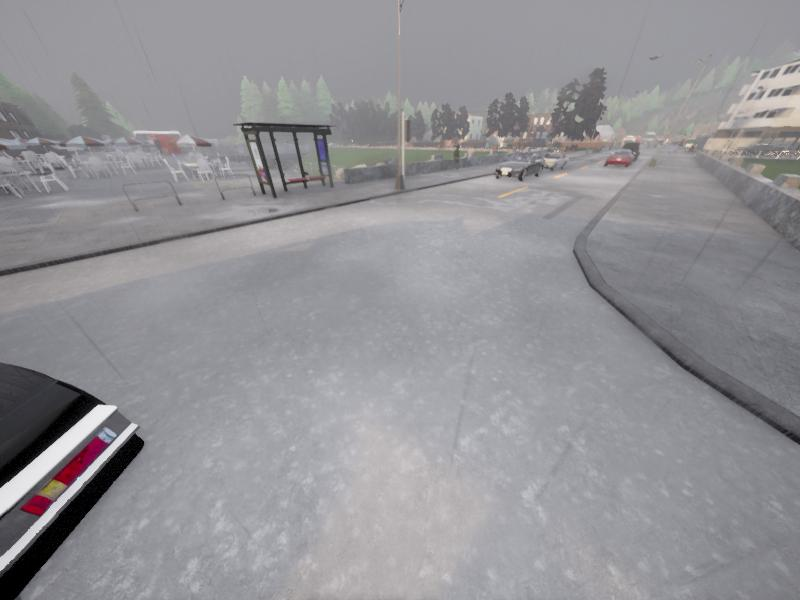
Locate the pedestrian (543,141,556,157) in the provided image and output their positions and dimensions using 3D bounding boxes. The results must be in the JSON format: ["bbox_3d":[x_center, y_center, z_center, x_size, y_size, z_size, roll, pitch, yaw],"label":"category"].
[{"bbox_3d":[21.564,-21.802,33.331,0.751,1.860,0.751,-29,44,-34],"label":"pedestrian"}]

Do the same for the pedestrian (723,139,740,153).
[{"bbox_3d":[55.378,-25.756,38.568,0.751,1.860,0.751,28,44,34],"label":"pedestrian"}]

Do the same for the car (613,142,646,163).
[{"bbox_3d":[26.936,-17.348,27.089,1.905,1.878,3.866,29,44,35],"label":"car"}]

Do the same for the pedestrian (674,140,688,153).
[{"bbox_3d":[49.995,-27.376,41.123,0.751,1.860,0.751,-28,44,-34],"label":"pedestrian"}]

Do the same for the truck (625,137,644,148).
[{"bbox_3d":[66.167,-44.401,65.182,2.627,2.467,5.204,29,44,35],"label":"truck"}]

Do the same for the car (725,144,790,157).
[{"bbox_3d":[52.559,-22.162,34.172,4.892,1.490,1.837,29,44,35],"label":"car"}]

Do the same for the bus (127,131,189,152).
[{"bbox_3d":[-63.528,-41.938,61.003,3.944,4.253,10.273,29,44,35],"label":"bus"}]

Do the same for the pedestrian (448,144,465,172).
[{"bbox_3d":[4.460,-11.204,18.221,0.751,1.860,0.751,-26,42,-32],"label":"pedestrian"}]

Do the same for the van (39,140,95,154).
[{"bbox_3d":[-71.681,-33.093,49.945,2.351,2.431,6.366,29,44,35],"label":"van"}]

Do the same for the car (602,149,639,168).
[{"bbox_3d":[22.007,-14.165,23.006,1.994,1.385,4.181,27,43,33],"label":"car"}]

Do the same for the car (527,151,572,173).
[{"bbox_3d":[13.152,-12.146,20.232,1.895,1.301,4.718,29,44,35],"label":"car"}]

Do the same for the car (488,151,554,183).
[{"bbox_3d":[8.413,-9.317,16.011,2.128,1.511,4.902,29,45,35],"label":"car"}]

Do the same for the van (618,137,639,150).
[{"bbox_3d":[54.914,-37.639,55.583,2.351,2.431,6.366,29,44,35],"label":"van"}]

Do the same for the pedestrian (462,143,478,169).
[{"bbox_3d":[6.114,-12.610,20.230,0.751,1.860,0.751,29,44,35],"label":"pedestrian"}]
